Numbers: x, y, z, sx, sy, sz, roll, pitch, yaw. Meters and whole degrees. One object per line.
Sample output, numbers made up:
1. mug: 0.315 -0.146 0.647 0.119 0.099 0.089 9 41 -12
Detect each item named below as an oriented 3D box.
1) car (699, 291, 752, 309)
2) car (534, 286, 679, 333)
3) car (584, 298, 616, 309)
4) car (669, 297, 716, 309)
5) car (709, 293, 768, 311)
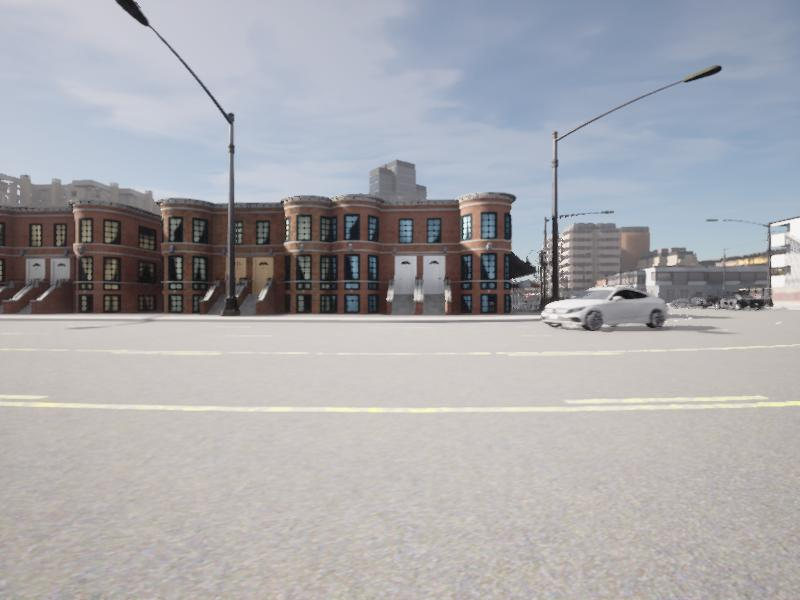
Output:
1. car: 37.887 -0.005 46.773 2.150 2.045 5.566 0 0 6
2. car: 7.140 0.278 13.808 4.674 1.442 1.812 0 0 -22
3. car: 23.916 0.370 47.994 1.895 1.301 4.718 0 0 7
4. car: 34.425 0.321 47.281 2.033 1.411 5.357 0 0 6
5. car: 33.455 0.194 39.733 1.930 1.638 5.238 0 0 8
